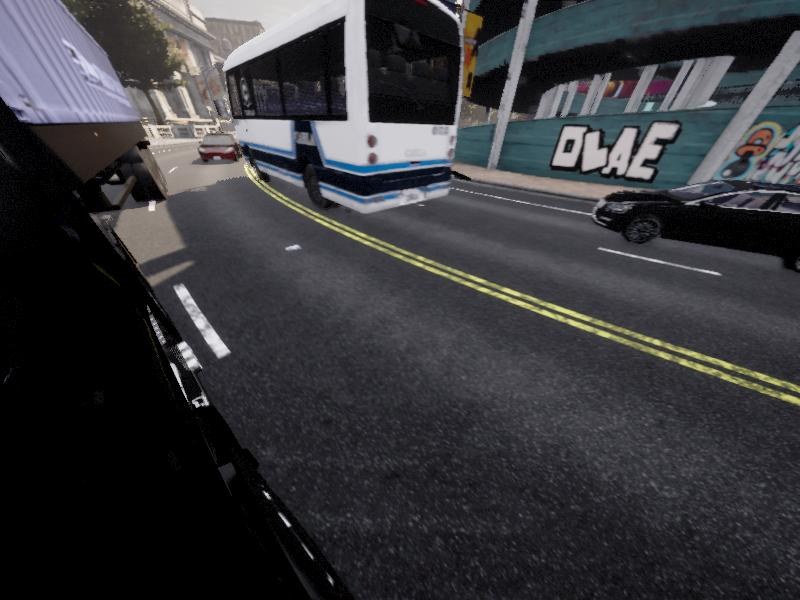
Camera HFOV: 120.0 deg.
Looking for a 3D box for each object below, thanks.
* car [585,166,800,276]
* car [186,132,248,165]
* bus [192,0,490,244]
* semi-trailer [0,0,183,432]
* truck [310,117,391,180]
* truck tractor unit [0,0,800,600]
[{"bbox_3d":[7.803,-2.044,5.604,4.902,1.511,2.128,20,40,23],"label":"car"},{"bbox_3d":[-11.997,-10.319,15.573,2.163,1.488,4.792,-12,39,-19],"label":"car"},{"bbox_3d":[-3.021,-6.128,8.155,3.944,4.253,10.273,-28,46,-33],"label":"bus"},{"bbox_3d":[-7.856,-4.058,4.925,2.717,4.402,14.254,-25,44,-31],"label":"semi-trailer"},{"bbox_3d":[-3.045,-9.153,13.751,2.627,2.467,5.204,-20,44,-27],"label":"truck"},{"bbox_3d":[-2.645,-0.295,0.352,6.516,4.208,3.053,28,44,30],"label":"truck tractor unit"}]
